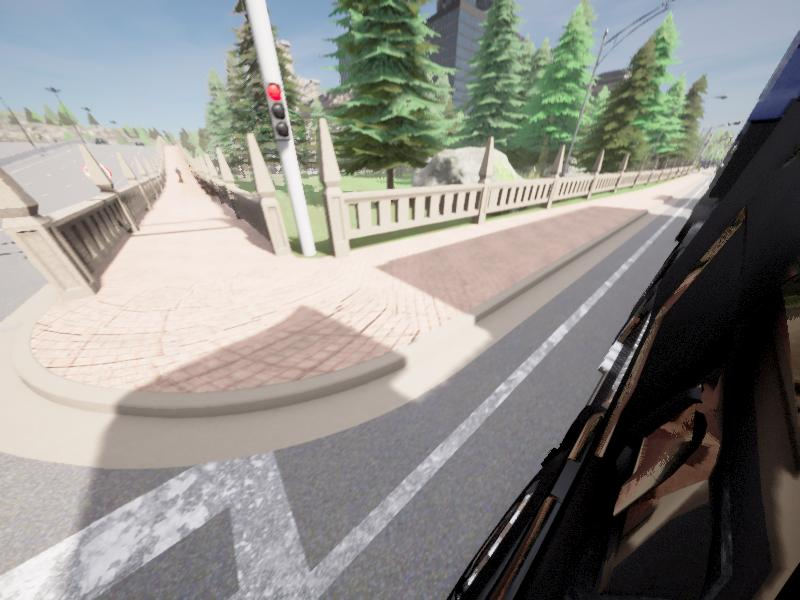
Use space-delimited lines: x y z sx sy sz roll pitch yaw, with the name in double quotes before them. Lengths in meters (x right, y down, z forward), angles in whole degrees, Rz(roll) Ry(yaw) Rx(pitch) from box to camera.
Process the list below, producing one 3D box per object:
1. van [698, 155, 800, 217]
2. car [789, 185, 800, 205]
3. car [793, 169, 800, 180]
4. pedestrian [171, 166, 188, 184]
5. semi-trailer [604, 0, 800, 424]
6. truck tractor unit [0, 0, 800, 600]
"van" 19.004 -6.388 12.601 6.366 2.431 2.351 -23 37 -33
"car" 25.529 -6.453 13.511 4.514 1.525 2.007 -23 37 -33
"car" 57.569 -17.573 32.208 5.357 1.411 2.033 -23 37 -33
"pedestrian" -25.886 -14.707 27.131 0.751 1.860 0.751 -23 37 -33
"semi-trailer" 8.774 -3.002 4.821 14.254 4.402 2.717 -21 36 -35
"truck tractor unit" 2.645 -0.295 0.352 6.516 4.208 3.053 -28 44 -30
